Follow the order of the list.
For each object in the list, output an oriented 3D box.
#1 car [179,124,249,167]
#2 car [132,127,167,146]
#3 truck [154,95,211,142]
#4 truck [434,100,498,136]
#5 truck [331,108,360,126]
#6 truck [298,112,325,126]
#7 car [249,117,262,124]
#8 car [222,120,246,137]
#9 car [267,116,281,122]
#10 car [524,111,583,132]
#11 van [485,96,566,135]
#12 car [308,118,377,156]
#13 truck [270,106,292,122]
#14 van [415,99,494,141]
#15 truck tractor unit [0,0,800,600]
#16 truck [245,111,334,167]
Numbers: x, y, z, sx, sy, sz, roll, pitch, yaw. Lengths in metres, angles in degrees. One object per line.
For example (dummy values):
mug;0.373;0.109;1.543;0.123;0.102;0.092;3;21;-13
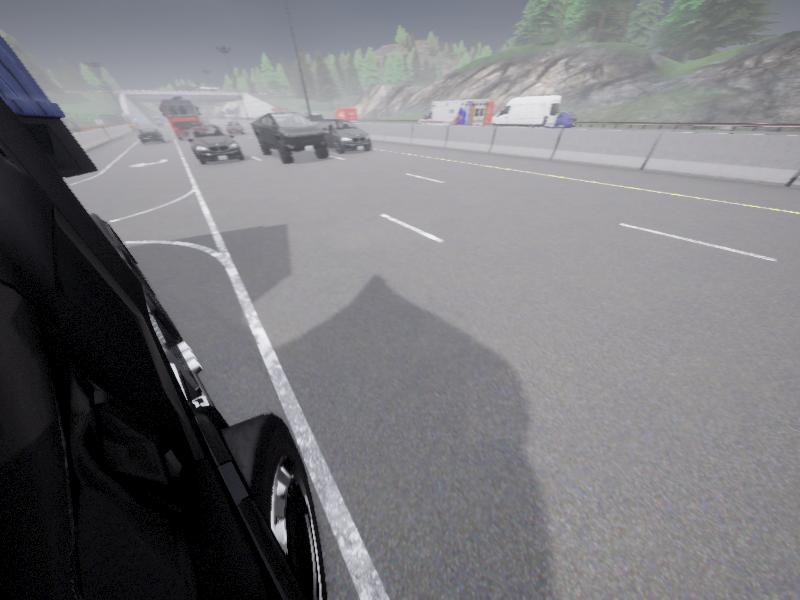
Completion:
car;-10.944;-9.169;13.510;2.242;1.667;4.611;-28;46;-28
car;-25.866;-17.056;23.999;1.895;1.301;4.718;-28;46;-28
truck;-25.331;-21.157;26.947;2.891;3.827;8.468;-28;46;-28
truck;6.130;-17.658;22.388;2.627;2.467;5.204;-28;46;-28
truck;-10.116;-33.888;42.727;2.627;2.467;5.204;-28;46;-27
truck;-17.519;-35.904;45.779;2.390;2.098;6.274;-28;46;-28
car;-39.928;-49.485;63.743;1.970;1.475;3.806;-28;46;-28
car;-21.621;-22.515;30.268;1.816;1.474;4.193;-17;42;-17
car;-39.002;-55.927;71.475;2.033;1.411;5.357;-28;46;-28
car;14.933;-17.596;22.698;1.816;1.474;4.193;-28;46;-28
van;11.336;-17.217;21.566;1.988;2.561;5.915;-28;46;-28
car;-3.821;-10.790;15.152;2.242;1.667;4.611;-28;46;-28
truck;-38.363;-59.918;74.368;2.891;3.827;8.468;-28;46;-28
van;4.317;-15.479;19.863;2.351;2.431;6.366;-28;46;-28
truck tractor unit;-2.645;-0.295;0.351;6.516;4.208;3.053;28;43;30
truck;-6.499;-9.454;13.318;2.390;2.098;6.274;-28;46;-28
